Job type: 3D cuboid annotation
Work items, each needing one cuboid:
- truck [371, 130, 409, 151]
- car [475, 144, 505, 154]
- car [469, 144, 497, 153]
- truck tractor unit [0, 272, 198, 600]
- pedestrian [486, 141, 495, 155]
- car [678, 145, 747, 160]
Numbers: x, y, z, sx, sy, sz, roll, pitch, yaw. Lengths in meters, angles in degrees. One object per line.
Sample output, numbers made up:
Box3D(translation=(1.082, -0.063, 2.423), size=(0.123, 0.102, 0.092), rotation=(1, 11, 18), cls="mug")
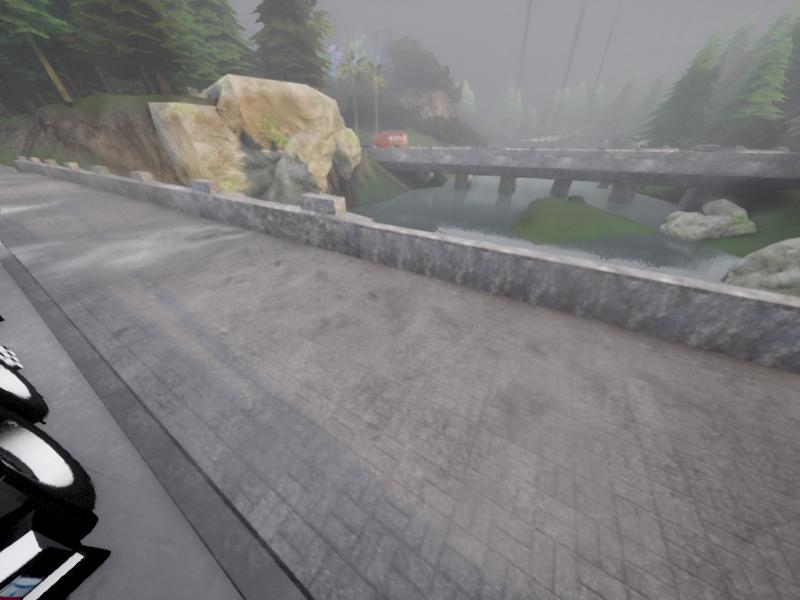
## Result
Box3D(translation=(-2.300, -36.791, 53.480), size=(8.468, 3.827, 2.891), rotation=(19, 39, 25), cls="truck")
Box3D(translation=(16.204, -27.224, 41.608), size=(4.514, 1.525, 2.007), rotation=(18, 39, 24), cls="car")
Box3D(translation=(16.280, -29.772, 45.338), size=(4.674, 1.442, 1.812), rotation=(18, 39, 25), cls="car")
Box3D(translation=(-5.123, -0.289, 0.756), size=(6.516, 4.208, 3.053), rotation=(18, 39, 23), cls="truck tractor unit")
Box3D(translation=(14.836, -25.057, 37.992), size=(0.751, 1.860, 0.751), rotation=(-28, 43, -33), cls="pedestrian")
Box3D(translation=(40.388, -19.299, 30.058), size=(4.892, 1.490, 1.837), rotation=(18, 39, 24), cls="car")
